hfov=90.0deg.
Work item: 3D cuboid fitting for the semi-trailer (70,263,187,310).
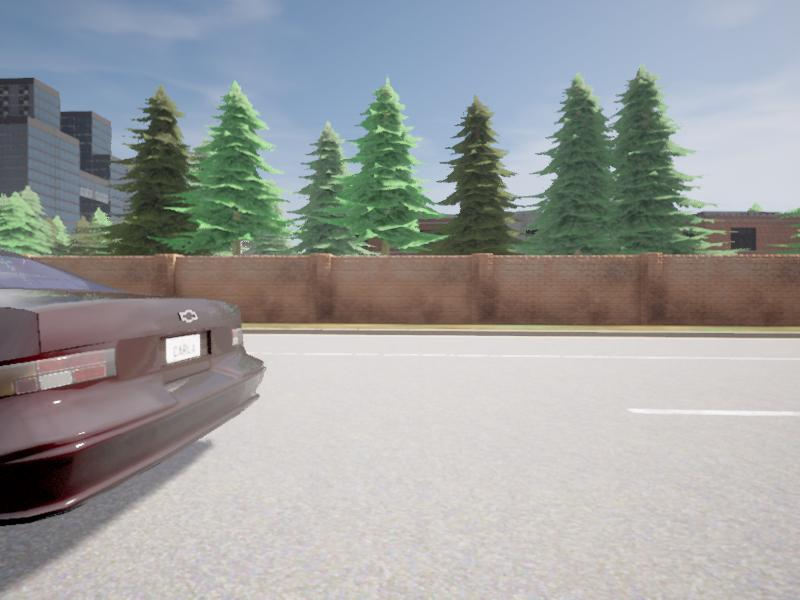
[{"bbox_3d":[-29.248,-1.314,44.589,2.717,4.402,14.254,0,0,3],"label":"semi-trailer"}]

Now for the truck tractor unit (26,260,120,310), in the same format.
[{"bbox_3d":[-29.650,-1.222,36.687,3.053,4.208,6.516,0,0,3],"label":"truck tractor unit"}]

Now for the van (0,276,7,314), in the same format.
[{"bbox_3d":[-26.844,-0.309,22.858,2.351,2.431,6.366,0,0,3],"label":"van"}]

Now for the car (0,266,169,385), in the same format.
[{"bbox_3d":[-5.994,0.287,5.777,4.181,1.385,1.994,0,0,3],"label":"car"}]

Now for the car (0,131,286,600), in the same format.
[{"bbox_3d":[-3.591,0.283,2.142,5.357,1.411,2.033,0,0,3],"label":"car"}]
